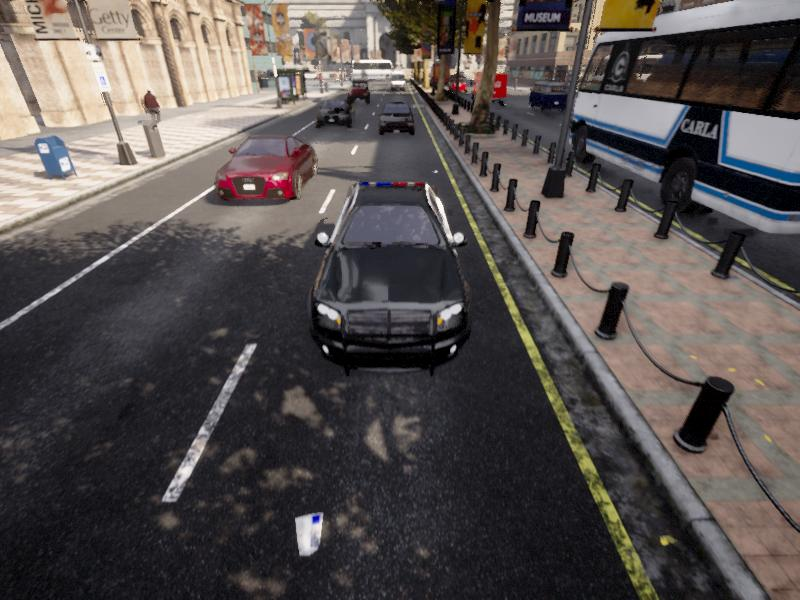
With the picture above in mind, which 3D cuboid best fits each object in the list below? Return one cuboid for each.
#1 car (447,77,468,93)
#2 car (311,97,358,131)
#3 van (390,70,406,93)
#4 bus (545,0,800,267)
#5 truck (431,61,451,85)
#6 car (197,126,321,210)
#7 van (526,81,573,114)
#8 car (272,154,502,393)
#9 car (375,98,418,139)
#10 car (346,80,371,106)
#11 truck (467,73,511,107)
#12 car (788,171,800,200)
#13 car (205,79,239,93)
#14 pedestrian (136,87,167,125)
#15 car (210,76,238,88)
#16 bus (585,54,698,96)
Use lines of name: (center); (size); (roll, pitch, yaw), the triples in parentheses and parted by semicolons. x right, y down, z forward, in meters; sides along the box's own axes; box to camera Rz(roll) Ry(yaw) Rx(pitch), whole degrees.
car: (7.734, -29.178, 54.244); (2.242, 1.667, 4.611); (0, 30, 0)
car: (-3.671, -10.776, 23.073); (1.994, 1.385, 4.181); (0, 30, 0)
van: (-0.283, -29.581, 54.071); (1.988, 2.561, 5.915); (0, 30, 0)
bus: (7.744, -5.000, 10.341); (3.944, 4.253, 10.273); (0, 30, 0)
truck: (7.674, -43.293, 76.243); (2.891, 3.827, 8.468); (0, 30, 0)
car: (-3.636, -3.875, 11.272); (1.994, 1.385, 4.181); (0, 30, 0)
van: (11.306, -15.584, 30.682); (1.775, 1.987, 4.442); (0, 30, 0)
car: (-0.121, -0.927, 6.069); (2.038, 1.542, 4.974); (0, 30, 0)
car: (-0.168, -9.770, 21.328); (2.033, 1.411, 5.357); (0, 30, 0)
car: (-3.711, -18.989, 36.599); (1.905, 1.878, 3.866); (0, 30, 0)
truck: (7.787, -18.758, 35.631); (2.627, 2.467, 5.204); (0, 30, 0)
car: (11.372, -2.536, 8.825); (1.845, 1.501, 3.633); (0, 30, 0)
car: (-23.075, -27.910, 52.071); (2.161, 1.482, 4.786); (0, 30, 0)
pedestrian: (-13.799, -10.807, 22.287); (0.751, 1.860, 0.751); (-2, 30, -3)
car: (-27.237, -33.788, 62.043); (2.128, 1.511, 4.902); (0, 30, 0)
bus: (28.536, -26.948, 47.878); (10.273, 4.253, 3.944); (-1, 30, -1)
